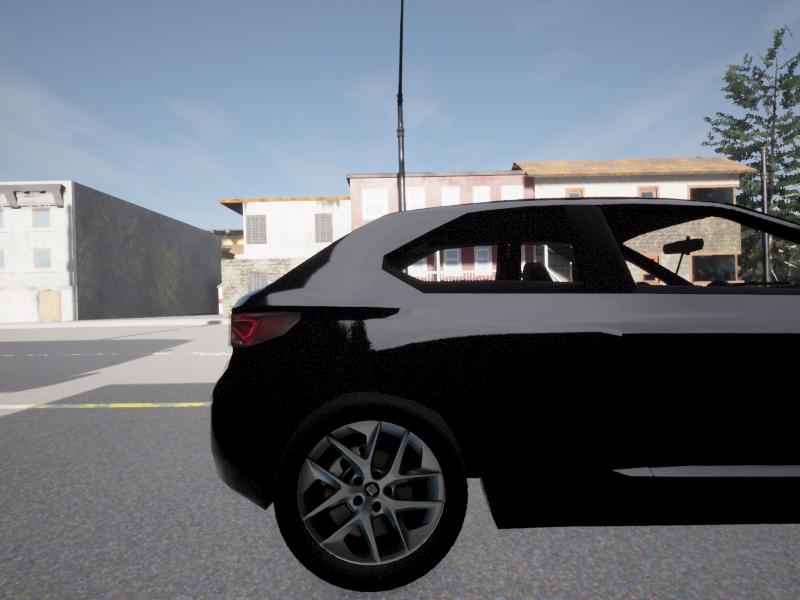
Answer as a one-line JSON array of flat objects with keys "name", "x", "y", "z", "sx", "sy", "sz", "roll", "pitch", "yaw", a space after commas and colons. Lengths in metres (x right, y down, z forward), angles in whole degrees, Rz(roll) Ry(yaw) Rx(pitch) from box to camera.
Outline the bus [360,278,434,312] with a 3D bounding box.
[{"name": "bus", "x": -0.602, "y": -0.527, "z": 54.478, "sx": 3.944, "sy": 4.253, "sz": 10.273, "roll": -2, "pitch": 0, "yaw": -44}]

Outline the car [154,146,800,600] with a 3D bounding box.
[{"name": "car", "x": 1.305, "y": 0.254, "z": 2.205, "sx": 4.193, "sy": 1.474, "sz": 1.816, "roll": 0, "pitch": 0, "yaw": -1}]

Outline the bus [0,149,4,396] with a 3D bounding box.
[{"name": "bus", "x": -9.263, "y": -1.052, "z": 2.095, "sx": 10.273, "sy": 4.253, "sz": 3.944, "roll": -1, "pitch": 0, "yaw": -1}]
